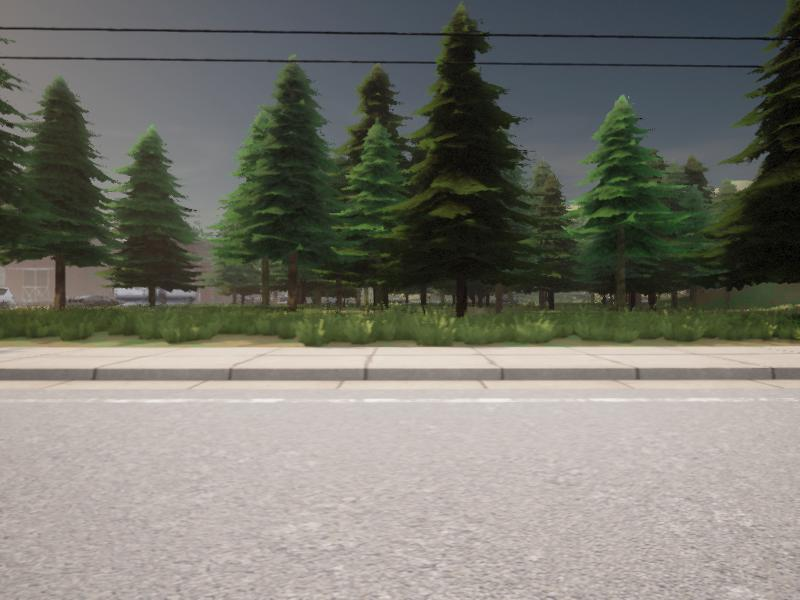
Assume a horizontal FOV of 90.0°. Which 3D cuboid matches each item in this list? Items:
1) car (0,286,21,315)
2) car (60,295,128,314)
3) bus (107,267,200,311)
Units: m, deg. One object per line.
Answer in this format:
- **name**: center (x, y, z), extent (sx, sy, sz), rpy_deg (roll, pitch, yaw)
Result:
- **car**: center (-29.398, 0.057, 27.130), extent (2.150, 2.045, 5.566), rpy_deg (0, 0, -1)
- **car**: center (-26.025, 0.335, 34.299), extent (2.163, 1.488, 4.792), rpy_deg (0, 0, -1)
- **bus**: center (-26.313, -1.050, 43.660), extent (3.944, 4.253, 10.273), rpy_deg (0, 0, -1)
